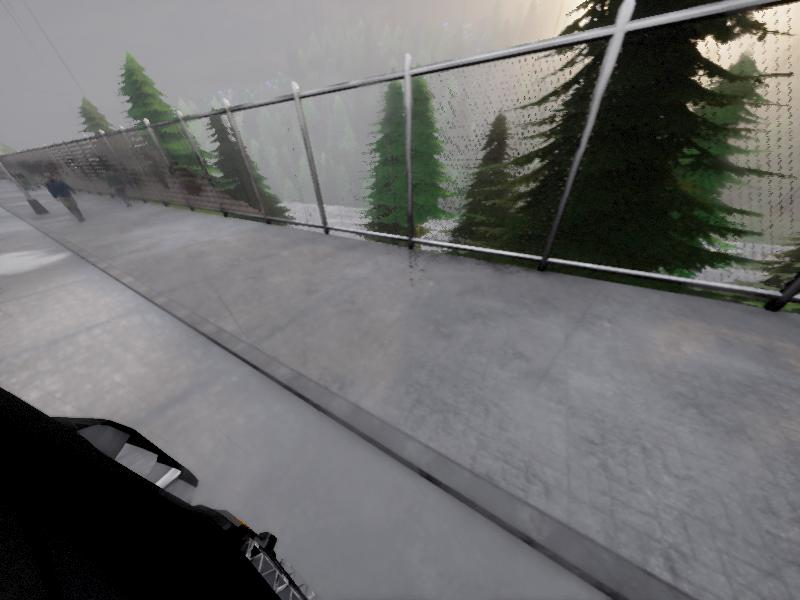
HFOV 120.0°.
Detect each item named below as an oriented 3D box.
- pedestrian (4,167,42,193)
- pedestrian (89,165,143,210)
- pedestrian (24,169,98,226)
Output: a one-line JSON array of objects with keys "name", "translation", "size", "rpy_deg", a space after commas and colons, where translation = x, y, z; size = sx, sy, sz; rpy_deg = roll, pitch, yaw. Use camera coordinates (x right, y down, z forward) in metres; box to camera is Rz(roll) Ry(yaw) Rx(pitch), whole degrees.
[{"name": "pedestrian", "translation": [-32.600, -10.376, 19.983], "size": [0.751, 1.860, 0.751], "rpy_deg": [10, 36, 18]}, {"name": "pedestrian", "translation": [-13.799, -5.508, 11.288], "size": [0.751, 1.860, 0.751], "rpy_deg": [16, 38, 26]}, {"name": "pedestrian", "translation": [-12.905, -3.947, 8.887], "size": [0.751, 1.860, 0.751], "rpy_deg": [24, 42, 34]}]
